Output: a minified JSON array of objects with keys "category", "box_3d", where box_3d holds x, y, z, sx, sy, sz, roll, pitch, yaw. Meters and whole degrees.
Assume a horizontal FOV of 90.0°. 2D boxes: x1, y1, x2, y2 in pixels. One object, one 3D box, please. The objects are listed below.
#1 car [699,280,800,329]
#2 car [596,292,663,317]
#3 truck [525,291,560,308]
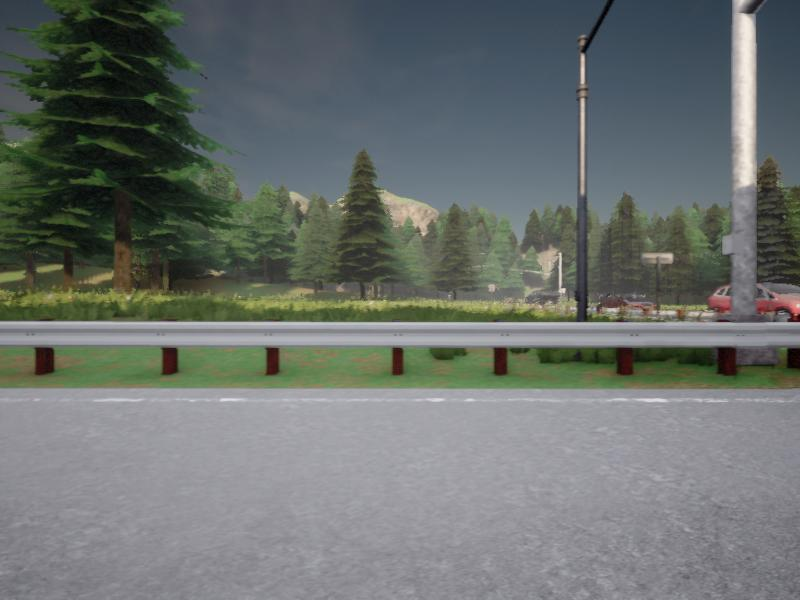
[{"category":"car","box_3d":[14.657,0.148,15.742,2.242,1.667,4.611,0,0,-1]},{"category":"car","box_3d":[14.469,0.245,25.548,1.816,1.474,4.193,0,0,-1]},{"category":"truck","box_3d":[17.923,-0.062,50.719,2.390,2.098,6.274,0,0,1]}]
